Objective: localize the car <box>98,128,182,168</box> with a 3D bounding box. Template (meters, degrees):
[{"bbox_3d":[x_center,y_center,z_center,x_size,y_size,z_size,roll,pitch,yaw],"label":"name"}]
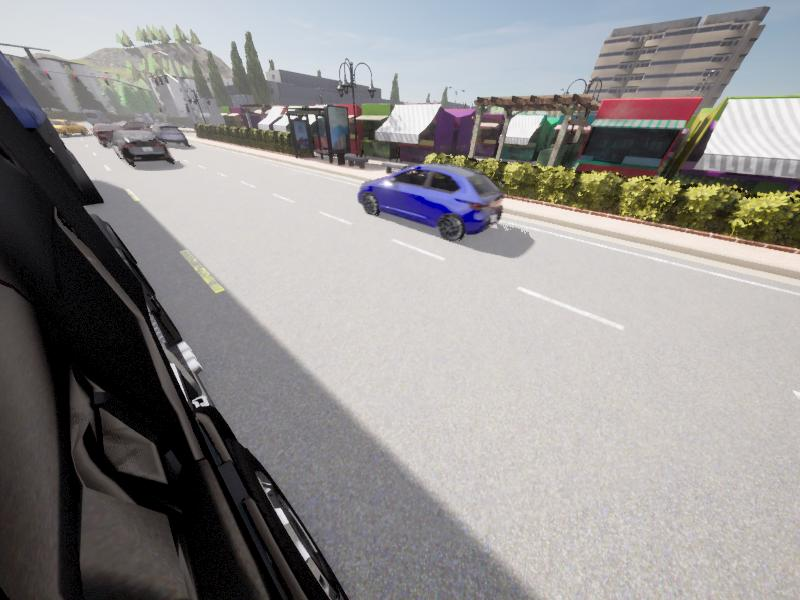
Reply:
[{"bbox_3d":[-14.755,-8.690,13.080,4.792,1.488,2.163,29,44,30],"label":"car"}]

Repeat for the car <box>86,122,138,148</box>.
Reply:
[{"bbox_3d":[-24.004,-13.767,19.228,5.008,1.535,1.882,29,44,30],"label":"car"}]

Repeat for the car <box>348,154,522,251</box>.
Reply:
[{"bbox_3d":[0.683,-2.964,6.416,4.193,1.474,1.816,29,44,30],"label":"car"}]

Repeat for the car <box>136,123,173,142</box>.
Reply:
[{"bbox_3d":[-25.603,-17.494,24.110,3.633,1.501,1.845,31,45,33],"label":"car"}]

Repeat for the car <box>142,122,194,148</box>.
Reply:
[{"bbox_3d":[-21.066,-14.965,20.937,4.856,1.649,2.033,29,44,31],"label":"car"}]

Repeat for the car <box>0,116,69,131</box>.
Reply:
[{"bbox_3d":[-47.115,-22.794,29.897,1.812,1.442,4.674,30,44,31],"label":"car"}]

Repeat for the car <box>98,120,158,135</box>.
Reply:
[{"bbox_3d":[-37.277,-23.797,31.830,2.163,1.488,4.792,12,38,12],"label":"car"}]

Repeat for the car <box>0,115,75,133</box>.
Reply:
[{"bbox_3d":[-44.350,-21.476,28.196,1.801,1.575,5.366,30,45,31],"label":"car"}]

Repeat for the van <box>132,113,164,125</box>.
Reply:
[{"bbox_3d":[-70.761,-50.921,65.137,2.351,2.431,6.366,-1,37,-5],"label":"van"}]

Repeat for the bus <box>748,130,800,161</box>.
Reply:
[{"bbox_3d":[72.868,-29.490,44.006,3.944,4.253,10.273,28,44,30],"label":"bus"}]

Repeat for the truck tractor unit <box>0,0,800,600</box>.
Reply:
[{"bbox_3d":[-2.645,-0.295,0.351,6.516,4.208,3.053,28,44,30],"label":"truck tractor unit"}]

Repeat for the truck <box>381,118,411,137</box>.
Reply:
[{"bbox_3d":[-1.091,-46.413,62.376,2.891,3.827,8.468,30,44,31],"label":"truck"}]

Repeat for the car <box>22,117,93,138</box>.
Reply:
[{"bbox_3d":[-35.821,-18.262,24.445,1.801,1.575,5.366,-13,40,-20],"label":"car"}]

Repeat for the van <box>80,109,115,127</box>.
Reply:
[{"bbox_3d":[-60.898,-36.699,46.646,1.988,2.561,5.915,-18,42,-25],"label":"van"}]

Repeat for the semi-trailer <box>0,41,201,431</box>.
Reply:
[{"bbox_3d":[-8.682,-3.619,4.240,14.254,4.402,2.717,28,44,30],"label":"semi-trailer"}]
